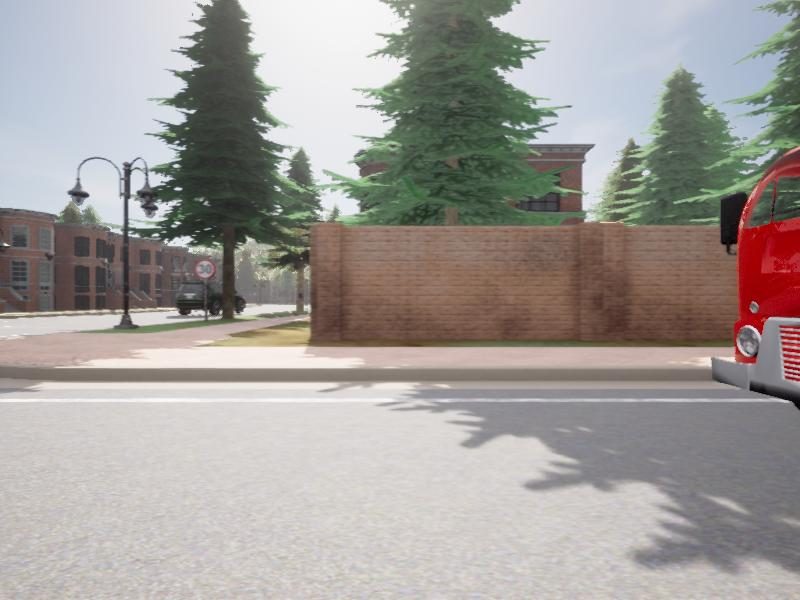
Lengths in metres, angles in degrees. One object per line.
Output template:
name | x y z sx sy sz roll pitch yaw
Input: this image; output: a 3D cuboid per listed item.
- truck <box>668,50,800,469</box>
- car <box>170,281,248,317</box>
truck | 4.961 -0.246 2.199 5.204 2.467 2.627 0 0 0
car | -11.915 -0.071 25.524 2.150 2.045 5.566 0 0 2
